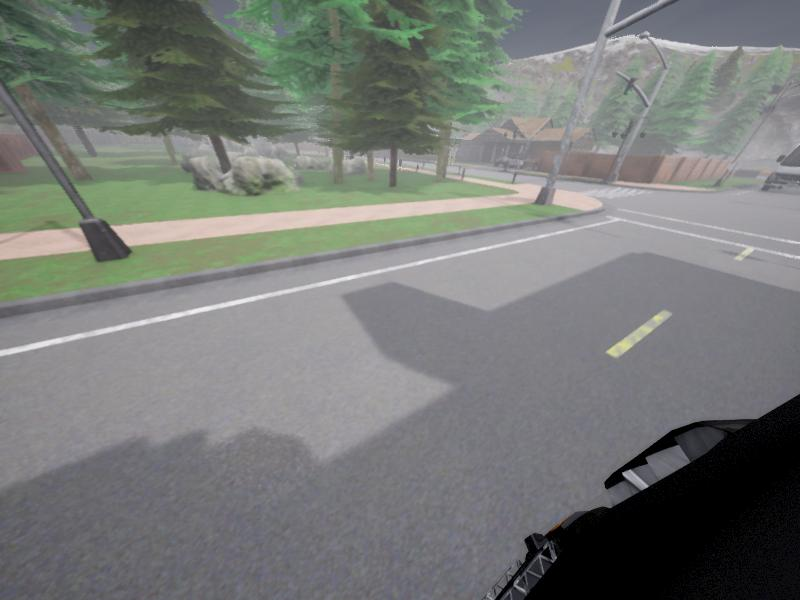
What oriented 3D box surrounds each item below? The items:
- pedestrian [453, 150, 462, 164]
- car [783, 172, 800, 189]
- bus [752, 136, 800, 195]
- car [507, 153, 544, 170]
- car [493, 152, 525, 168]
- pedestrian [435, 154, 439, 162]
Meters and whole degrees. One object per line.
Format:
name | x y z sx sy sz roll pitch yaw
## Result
pedestrian | 8.878 -22.252 35.978 0.751 1.860 0.751 -17 39 -27
car | 46.752 -13.691 26.477 4.902 1.511 2.128 -16 38 -26
bus | 39.058 -12.519 21.693 10.273 4.253 3.944 -16 38 -26
car | 17.551 -19.327 32.255 4.605 1.855 1.932 -17 38 -27
car | 15.911 -20.457 33.837 3.866 1.878 1.905 -17 38 -27
pedestrian | 6.545 -25.102 40.781 0.500 1.100 0.500 11 35 12
